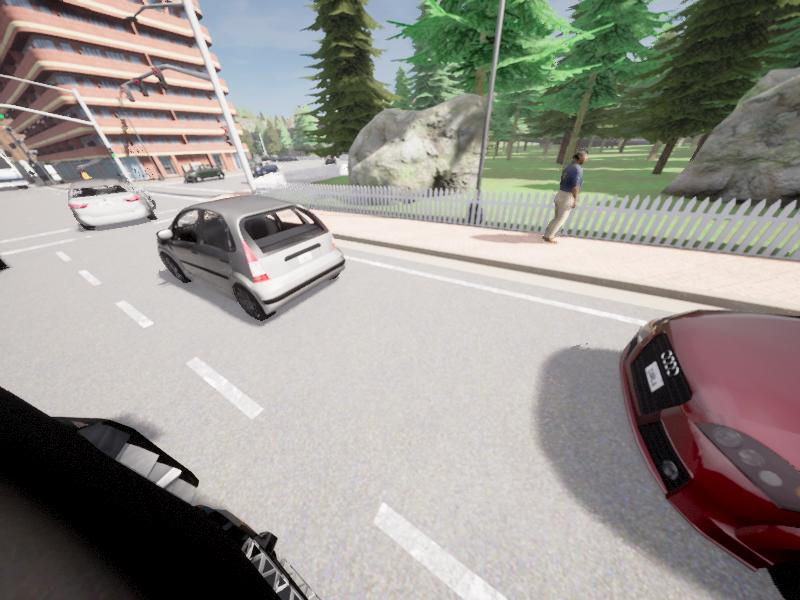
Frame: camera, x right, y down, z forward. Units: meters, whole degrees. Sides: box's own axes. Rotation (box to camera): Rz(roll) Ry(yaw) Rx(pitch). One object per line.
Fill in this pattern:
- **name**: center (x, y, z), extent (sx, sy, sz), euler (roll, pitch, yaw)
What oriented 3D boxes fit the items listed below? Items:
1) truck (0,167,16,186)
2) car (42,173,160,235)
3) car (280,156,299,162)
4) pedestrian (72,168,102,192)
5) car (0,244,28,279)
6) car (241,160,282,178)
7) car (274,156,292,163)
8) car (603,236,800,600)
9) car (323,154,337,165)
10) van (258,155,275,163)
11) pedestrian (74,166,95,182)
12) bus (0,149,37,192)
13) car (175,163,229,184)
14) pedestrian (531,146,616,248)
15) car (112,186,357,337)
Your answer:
- **truck**: center (-65.135, -20.125, 36.303), extent (8.468, 3.827, 2.891), euler (16, 38, 27)
- **car**: center (-12.764, -4.502, 10.311), extent (2.242, 1.667, 4.611), euler (-29, 42, -33)
- **car**: center (-33.126, -42.315, 69.282), extent (5.357, 1.411, 2.033), euler (17, 38, 27)
- **pedestrian**: center (-29.361, -11.272, 21.710), extent (0.751, 1.860, 0.751), euler (15, 37, 25)
- **car**: center (-12.111, -1.391, 5.716), extent (4.902, 1.511, 2.128), euler (15, 37, 25)
- **car**: center (-16.233, -15.530, 27.353), extent (1.970, 1.475, 3.806), euler (3, 34, 10)
- **car**: center (-33.303, -40.143, 65.928), extent (4.892, 1.490, 1.837), euler (17, 38, 27)
- **car**: center (3.789, 1.015, 0.897), extent (4.181, 1.385, 1.994), euler (17, 39, 28)
- **car**: center (-13.757, -27.513, 45.210), extent (2.038, 1.542, 4.974), euler (-12, 35, -12)
- **van**: center (-40.018, -42.337, 69.360), extent (4.442, 1.987, 1.775), euler (17, 38, 27)
- **pedestrian**: center (-42.347, -16.892, 31.002), extent (0.751, 1.860, 0.751), euler (16, 38, 26)
- **bus**: center (-51.227, -16.150, 28.782), extent (10.273, 4.253, 3.944), euler (17, 38, 26)
- **car**: center (-20.919, -13.500, 24.603), extent (1.789, 1.549, 3.705), euler (8, 35, 17)
- **pedestrian**: center (3.533, -2.149, 4.932), extent (0.751, 1.860, 0.751), euler (5, 34, 13)
- **car**: center (-3.075, -1.098, 4.441), extent (3.988, 1.617, 1.851), euler (16, 38, 27)
